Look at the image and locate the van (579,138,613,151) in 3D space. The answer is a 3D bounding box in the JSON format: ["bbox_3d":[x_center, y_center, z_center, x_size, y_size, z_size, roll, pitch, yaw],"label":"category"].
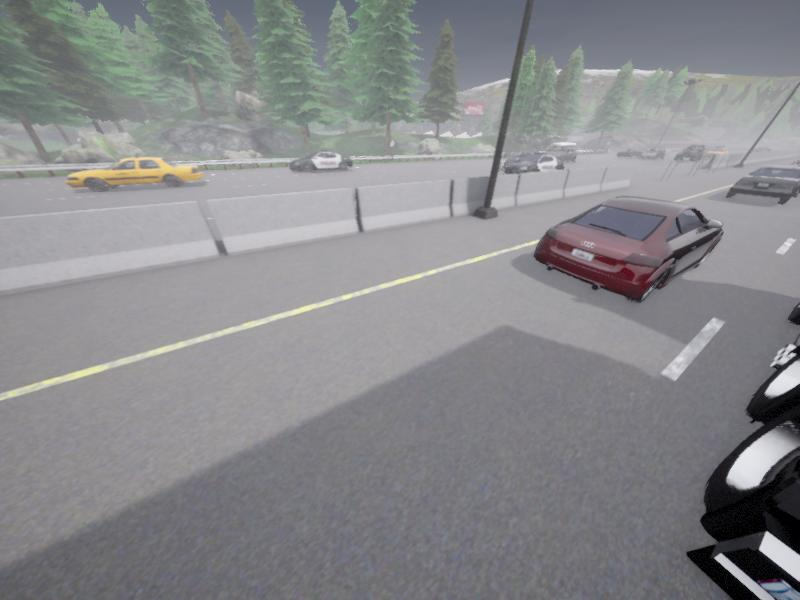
[{"bbox_3d":[50.217,-39.927,59.283,1.988,2.561,5.915,-18,39,-25],"label":"van"}]

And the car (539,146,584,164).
[{"bbox_3d":[19.970,-18.000,28.615,4.611,1.667,2.242,-18,39,-24],"label":"car"}]

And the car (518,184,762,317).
[{"bbox_3d":[4.904,-1.378,4.837,4.181,1.385,1.994,-18,39,-25],"label":"car"}]

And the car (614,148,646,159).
[{"bbox_3d":[36.566,-23.310,36.730,4.718,1.301,1.895,-18,39,-25],"label":"car"}]

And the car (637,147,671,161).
[{"bbox_3d":[36.672,-21.161,33.367,3.988,1.617,1.851,-18,39,-25],"label":"car"}]

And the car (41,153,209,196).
[{"bbox_3d":[-13.909,-6.847,12.348,5.366,1.575,1.801,-18,39,-25],"label":"car"}]

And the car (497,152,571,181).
[{"bbox_3d":[9.965,-10.045,17.204,4.974,1.542,2.038,-18,39,-24],"label":"car"}]

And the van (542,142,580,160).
[{"bbox_3d":[23.237,-21.543,33.425,4.480,2.038,2.069,-18,39,-25],"label":"van"}]

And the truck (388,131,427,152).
[{"bbox_3d":[1.549,-36.023,52.464,8.468,3.827,2.891,1,35,1],"label":"truck"}]

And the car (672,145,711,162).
[{"bbox_3d":[39.402,-19.863,31.273,3.866,1.878,1.905,-18,39,-24],"label":"car"}]

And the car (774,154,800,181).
[{"bbox_3d":[30.963,-10.003,17.333,4.974,1.542,2.038,-18,39,-25],"label":"car"}]

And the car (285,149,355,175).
[{"bbox_3d":[-6.559,-11.555,19.228,4.974,1.542,2.038,-18,39,-24],"label":"car"}]

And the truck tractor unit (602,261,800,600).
[{"bbox_3d":[5.107,-0.304,0.789,6.516,4.208,3.053,-18,39,-24],"label":"truck tractor unit"}]

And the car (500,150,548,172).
[{"bbox_3d":[11.379,-12.843,21.242,3.633,1.501,1.845,-19,39,-25],"label":"car"}]

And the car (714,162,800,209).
[{"bbox_3d":[17.951,-5.672,11.108,5.357,1.411,2.033,-18,39,-25],"label":"car"}]
